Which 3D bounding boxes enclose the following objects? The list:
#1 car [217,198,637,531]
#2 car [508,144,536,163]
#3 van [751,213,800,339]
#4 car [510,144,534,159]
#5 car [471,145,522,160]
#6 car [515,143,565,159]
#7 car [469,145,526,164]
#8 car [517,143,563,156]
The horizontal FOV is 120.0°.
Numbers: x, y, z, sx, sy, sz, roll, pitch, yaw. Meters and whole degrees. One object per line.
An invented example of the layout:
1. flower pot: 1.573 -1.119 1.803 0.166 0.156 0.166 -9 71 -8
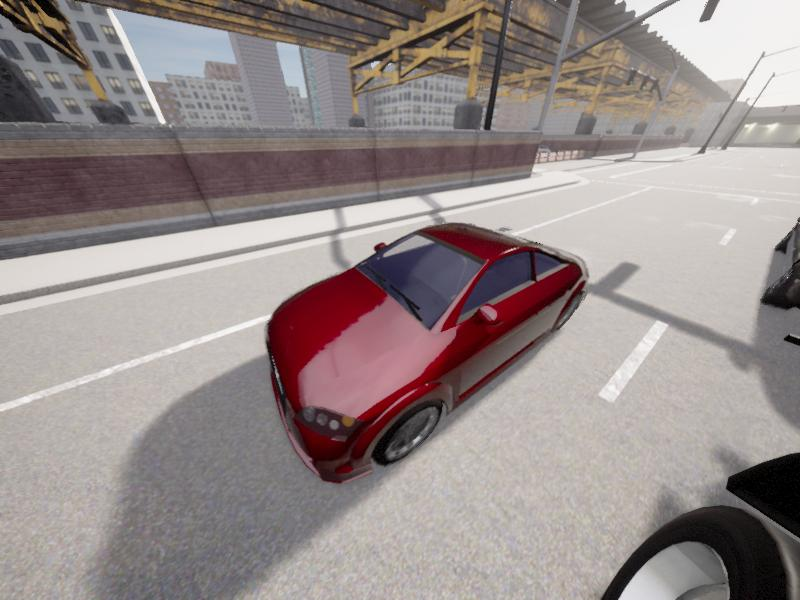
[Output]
1. car: 0.563 -0.098 2.871 4.181 1.385 1.994 -22 41 -28
2. car: 13.700 -16.736 26.233 2.038 1.542 4.974 11 37 15
3. van: 8.195 -1.223 3.408 5.915 2.561 1.988 -22 41 -28
4. car: 13.715 -16.893 26.183 1.853 1.218 4.536 11 37 15
5. car: 9.881 -15.331 23.986 4.536 1.218 1.853 5 35 7
6. car: 17.641 -18.892 29.273 4.974 1.542 2.038 -4 35 -5
7. car: 9.932 -15.198 24.071 4.974 1.542 2.038 5 35 7
8. car: 17.589 -19.017 29.177 4.536 1.218 1.853 -4 35 -5
